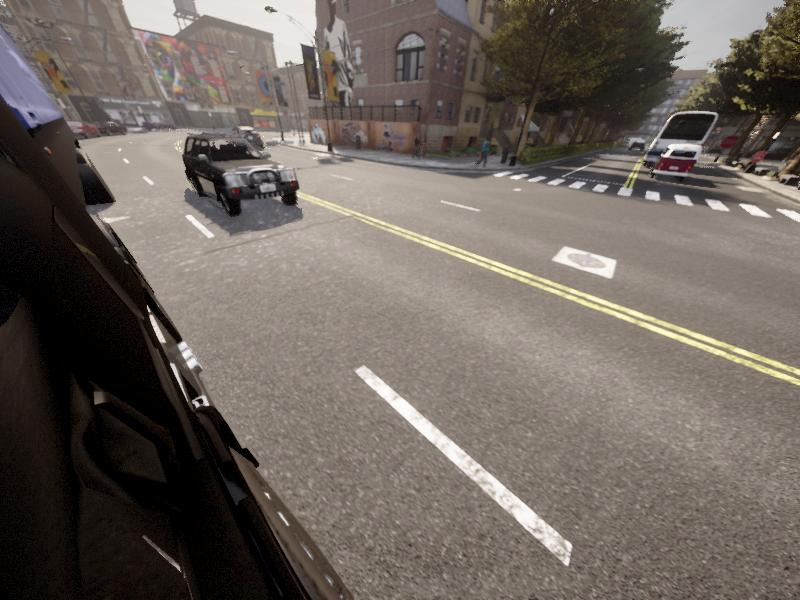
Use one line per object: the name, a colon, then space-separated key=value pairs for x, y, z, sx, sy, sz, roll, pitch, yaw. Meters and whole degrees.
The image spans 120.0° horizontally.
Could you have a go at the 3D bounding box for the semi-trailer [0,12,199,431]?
semi-trailer: x=-8.556 y=-3.703 z=4.355 sx=14.254 sy=4.402 sz=2.717 roll=30 pitch=44 yaw=31

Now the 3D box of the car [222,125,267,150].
car: x=-15.079 y=-15.797 z=22.377 sx=2.242 sy=1.667 sz=4.611 roll=-26 pitch=46 yaw=-33

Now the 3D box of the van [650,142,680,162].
van: x=35.232 y=-19.877 z=30.867 sx=1.775 sy=1.987 sz=4.442 roll=30 pitch=44 yaw=31

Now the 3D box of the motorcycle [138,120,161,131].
motorcycle: x=-41.422 y=-28.915 z=38.274 sx=2.209 sy=1.251 sz=0.867 roll=-24 pitch=44 yaw=-31

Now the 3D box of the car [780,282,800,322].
car: x=8.195 y=0.816 z=1.734 sx=5.238 sy=1.638 sz=1.930 roll=30 pitch=44 yaw=31

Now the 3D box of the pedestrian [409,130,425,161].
pedestrian: x=1.277 y=-11.647 z=17.454 sx=0.751 sy=1.860 sz=0.751 roll=24 pitch=42 yaw=26

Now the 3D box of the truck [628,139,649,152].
truck: x=53.121 y=-34.461 z=51.430 sx=2.390 sy=2.098 sz=6.274 roll=29 pitch=44 yaw=31

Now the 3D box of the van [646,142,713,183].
van: x=19.584 y=-9.874 z=16.435 sx=2.069 sy=2.038 sz=4.480 roll=30 pitch=45 yaw=31

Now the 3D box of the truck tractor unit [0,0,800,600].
truck tractor unit: x=-2.645 y=-0.295 z=0.352 sx=6.516 sy=4.208 sz=3.053 roll=28 pitch=44 yaw=30

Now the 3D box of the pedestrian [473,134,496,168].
pedestrian: x=5.649 y=-9.949 z=15.472 sx=0.751 sy=1.860 sz=0.751 roll=29 pitch=44 yaw=30

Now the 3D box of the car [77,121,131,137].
car: x=-35.202 y=-20.516 z=27.668 sx=1.895 sy=1.301 sz=4.718 roll=-9 pitch=38 yaw=-16

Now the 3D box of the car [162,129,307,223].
car: x=-5.219 y=-4.122 z=7.256 sx=4.605 sy=1.855 sz=1.932 roll=29 pitch=44 yaw=31

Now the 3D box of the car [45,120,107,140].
car: x=-32.716 y=-17.404 z=23.547 sx=2.002 sy=1.452 sz=4.674 roll=-16 pitch=41 yaw=-24

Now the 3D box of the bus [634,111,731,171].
bus: x=28.295 y=-16.418 z=23.898 sx=3.944 sy=4.253 sz=10.273 roll=30 pitch=44 yaw=31

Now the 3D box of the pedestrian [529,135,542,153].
pedestrian: x=17.263 y=-19.869 z=29.487 sx=0.751 sy=1.860 sz=0.751 roll=25 pitch=42 yaw=27
